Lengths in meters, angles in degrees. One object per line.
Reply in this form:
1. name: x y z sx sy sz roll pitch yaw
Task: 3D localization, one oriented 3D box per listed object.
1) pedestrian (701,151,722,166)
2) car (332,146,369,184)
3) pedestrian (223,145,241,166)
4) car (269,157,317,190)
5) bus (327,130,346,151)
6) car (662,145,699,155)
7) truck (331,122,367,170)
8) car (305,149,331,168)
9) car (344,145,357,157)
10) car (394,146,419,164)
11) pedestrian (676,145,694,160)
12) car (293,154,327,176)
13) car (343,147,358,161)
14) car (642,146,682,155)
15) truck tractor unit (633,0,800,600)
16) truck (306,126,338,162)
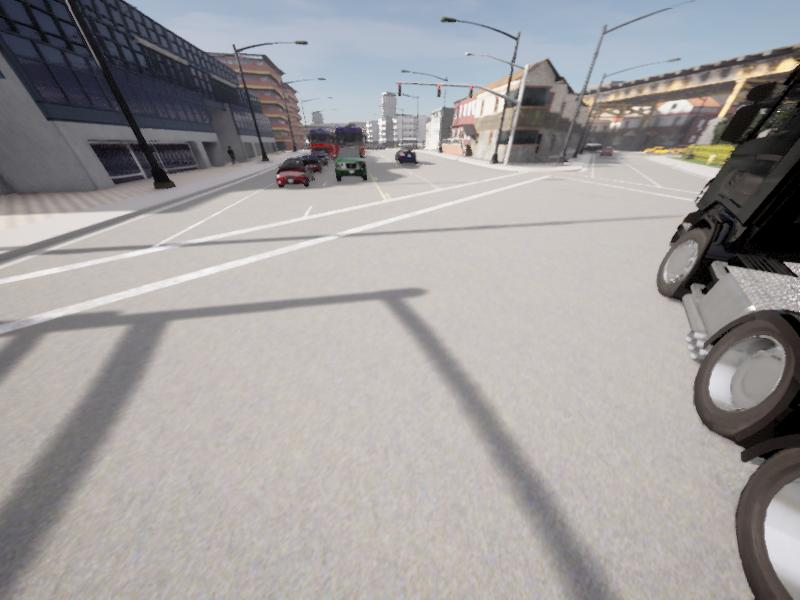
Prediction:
1. pedestrian: 34.031 -15.462 25.251 0.751 1.300 0.751 25 42 32
2. car: -3.693 -10.390 17.503 2.150 2.045 5.566 -6 35 -8
3. pedestrian: -17.837 -15.349 24.550 0.751 1.860 0.751 -9 35 -13
4. car: -6.724 -8.335 15.024 1.816 1.474 4.193 -6 35 -8
5. bus: -16.742 -42.482 61.709 3.944 4.253 10.273 -6 34 -8
6. car: 61.581 -33.045 50.820 1.932 1.855 4.605 -6 35 -8
7. truck: -5.451 -16.935 25.383 2.891 3.827 8.468 -6 36 -8
8. car: -9.169 -16.206 26.337 2.038 1.542 4.974 -6 35 -8
9. car: -8.120 -24.509 38.013 1.816 1.474 4.193 -6 36 -8
10. car: 0.755 -18.668 29.715 2.242 1.667 4.611 -6 36 -8
11. pedestrian: 41.242 -21.401 33.469 0.751 1.860 0.751 22 40 29
12. car: -7.968 -12.226 20.801 1.994 1.385 4.181 -5 35 -7
13. car: -7.016 -20.917 33.051 1.812 1.442 4.674 -5 36 -8
14. car: 57.519 -32.867 50.842 1.801 1.575 5.366 -24 41 -31
15. truck tractor unit: 4.607 -0.627 1.256 3.053 4.208 6.516 23 41 30
16. truck: -10.714 -22.248 32.851 2.891 3.827 8.468 -6 36 -8
